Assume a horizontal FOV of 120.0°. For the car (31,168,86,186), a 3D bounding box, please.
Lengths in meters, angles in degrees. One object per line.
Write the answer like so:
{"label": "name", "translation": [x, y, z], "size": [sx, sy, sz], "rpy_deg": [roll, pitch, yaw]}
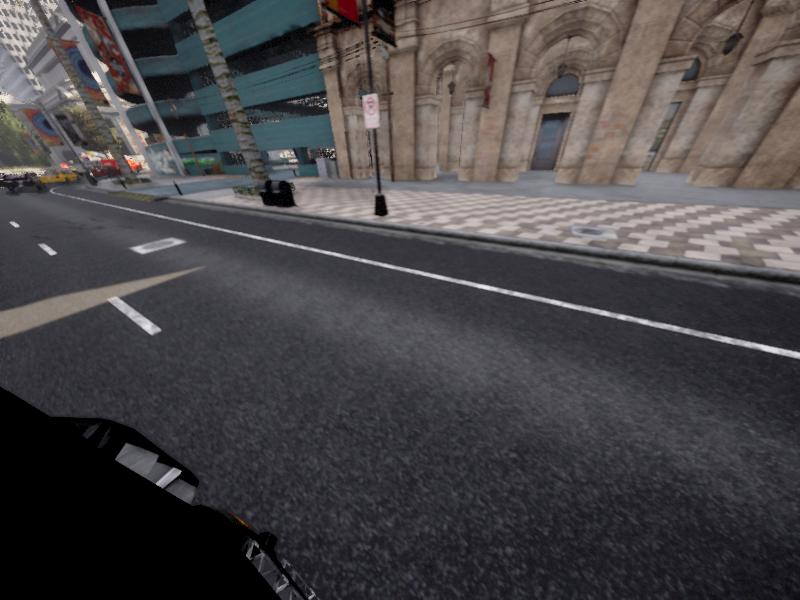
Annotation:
{"label": "car", "translation": [-43.668, -15.916, 29.734], "size": [1.801, 1.575, 5.366], "rpy_deg": [-20, 37, -24]}

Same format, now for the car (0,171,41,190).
{"label": "car", "translation": [-45.659, -14.017, 27.028], "size": [2.038, 1.542, 4.974], "rpy_deg": [-22, 38, -27]}

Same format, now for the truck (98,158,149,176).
{"label": "truck", "translation": [-51.706, -25.071, 43.382], "size": [2.627, 2.467, 5.204], "rpy_deg": [-1, 33, 3]}

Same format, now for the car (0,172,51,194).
{"label": "car", "translation": [-37.686, -11.833, 23.181], "size": [4.902, 1.511, 2.128], "rpy_deg": [25, 42, 35]}

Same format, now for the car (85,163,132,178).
{"label": "car", "translation": [-47.361, -21.127, 37.709], "size": [2.097, 1.767, 4.553], "rpy_deg": [-8, 34, -9]}

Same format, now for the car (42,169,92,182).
{"label": "car", "translation": [-49.968, -18.821, 34.841], "size": [1.895, 1.301, 4.718], "rpy_deg": [-11, 34, -13]}

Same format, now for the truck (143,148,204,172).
{"label": "truck", "translation": [-47.482, -29.802, 49.039], "size": [2.891, 3.827, 8.468], "rpy_deg": [5, 34, 12]}

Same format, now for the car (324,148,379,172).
{"label": "car", "translation": [-5.395, -15.661, 25.920], "size": [5.566, 2.045, 2.435], "rpy_deg": [16, 38, 26]}

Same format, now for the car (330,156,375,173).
{"label": "car", "translation": [-5.330, -15.319, 26.110], "size": [4.514, 1.523, 2.007], "rpy_deg": [16, 38, 26]}
